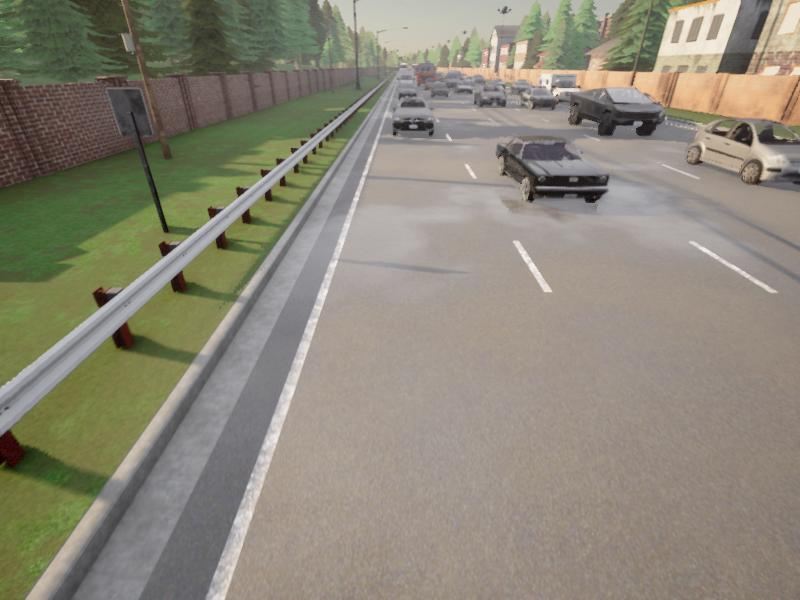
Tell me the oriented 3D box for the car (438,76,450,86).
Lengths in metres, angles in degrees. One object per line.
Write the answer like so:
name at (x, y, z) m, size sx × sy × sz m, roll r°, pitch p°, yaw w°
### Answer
car at (8.021, -40.117, 73.082) m, size 1.845 × 1.501 × 3.633 m, roll 0°, pitch 30°, yaw 0°

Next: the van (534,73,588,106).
van at (14.775, -19.685, 37.280) m, size 2.351 × 2.431 × 6.366 m, roll 0°, pitch 30°, yaw 0°

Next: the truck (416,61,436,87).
truck at (4.504, -39.966, 70.579) m, size 2.891 × 3.827 × 8.468 m, roll 0°, pitch 30°, yaw 0°

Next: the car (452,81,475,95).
car at (7.861, -26.548, 50.028) m, size 2.033 × 1.411 × 5.357 m, roll 0°, pitch 30°, yaw 0°

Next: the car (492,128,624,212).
car at (4.095, -3.867, 11.338) m, size 1.895 × 1.301 × 4.718 m, roll 0°, pitch 30°, yaw 0°

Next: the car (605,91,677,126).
car at (14.686, -11.856, 24.700) m, size 1.851 × 1.617 × 3.988 m, roll 0°, pitch 30°, yaw 0°

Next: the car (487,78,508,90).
car at (14.941, -33.311, 61.600) m, size 2.033 × 1.411 × 5.357 m, roll 0°, pitch 30°, yaw 0°

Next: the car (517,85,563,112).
car at (11.243, -16.472, 32.561) m, size 1.930 × 1.638 × 5.238 m, roll 0°, pitch 30°, yaw 0°

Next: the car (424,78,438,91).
car at (4.412, -30.931, 57.366) m, size 1.845 × 1.501 × 3.633 m, roll 0°, pitch 30°, yaw 0°

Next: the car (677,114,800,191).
car at (11.101, -4.765, 12.569) m, size 1.851 × 1.617 × 3.988 m, roll 0°, pitch 30°, yaw 0°

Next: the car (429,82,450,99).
car at (4.320, -23.044, 43.951) m, size 1.837 × 1.490 × 4.892 m, roll 0°, pitch 30°, yaw 0°

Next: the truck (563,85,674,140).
truck at (11.165, -10.122, 21.245) m, size 2.390 × 2.098 × 6.274 m, roll 0°, pitch 30°, yaw 0°

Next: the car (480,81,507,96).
car at (11.354, -25.946, 48.999) m, size 2.033 × 1.411 × 5.357 m, roll 0°, pitch 30°, yaw 0°

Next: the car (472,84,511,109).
car at (7.754, -17.573, 34.416) m, size 2.242 × 1.667 × 4.611 m, roll 0°, pitch 30°, yaw 0°

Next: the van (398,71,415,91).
van at (0.920, -32.064, 58.442) m, size 2.351 × 2.431 × 6.366 m, roll 0°, pitch 30°, yaw 0°

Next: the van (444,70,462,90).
van at (7.934, -33.448, 60.669) m, size 1.988 × 2.561 × 5.915 m, roll 0°, pitch 30°, yaw 0°

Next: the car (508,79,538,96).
car at (14.853, -25.836, 48.583) m, size 1.930 × 1.638 × 5.238 m, roll 0°, pitch 30°, yaw 0°

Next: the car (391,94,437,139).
car at (0.665, -9.810, 21.180) m, size 2.152 × 1.651 × 5.027 m, roll 0°, pitch 30°, yaw 0°

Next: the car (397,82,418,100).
car at (0.816, -22.673, 43.324) m, size 2.163 × 1.488 × 4.792 m, roll 0°, pitch 30°, yaw 0°

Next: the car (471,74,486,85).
car at (15.048, -42.423, 76.813) m, size 2.097 × 1.767 × 4.553 m, roll 0°, pitch 30°, yaw 0°
